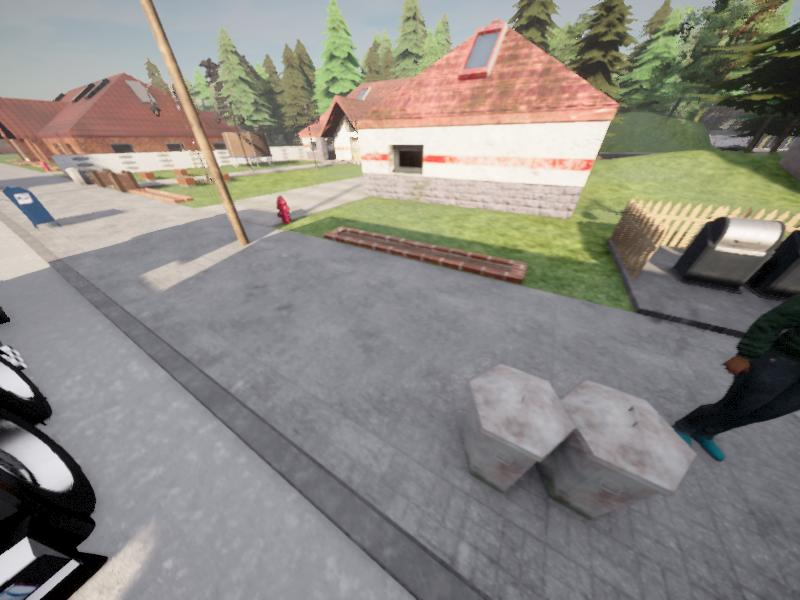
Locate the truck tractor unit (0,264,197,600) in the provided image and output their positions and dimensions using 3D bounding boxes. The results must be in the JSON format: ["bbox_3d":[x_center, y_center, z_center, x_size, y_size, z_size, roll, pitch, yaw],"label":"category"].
[{"bbox_3d":[-5.111,-0.300,0.781,6.516,4.208,3.053,18,39,24],"label":"truck tractor unit"}]

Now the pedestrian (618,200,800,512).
[{"bbox_3d":[2.506,0.459,1.468,0.751,1.860,0.751,9,36,13],"label":"pedestrian"}]
